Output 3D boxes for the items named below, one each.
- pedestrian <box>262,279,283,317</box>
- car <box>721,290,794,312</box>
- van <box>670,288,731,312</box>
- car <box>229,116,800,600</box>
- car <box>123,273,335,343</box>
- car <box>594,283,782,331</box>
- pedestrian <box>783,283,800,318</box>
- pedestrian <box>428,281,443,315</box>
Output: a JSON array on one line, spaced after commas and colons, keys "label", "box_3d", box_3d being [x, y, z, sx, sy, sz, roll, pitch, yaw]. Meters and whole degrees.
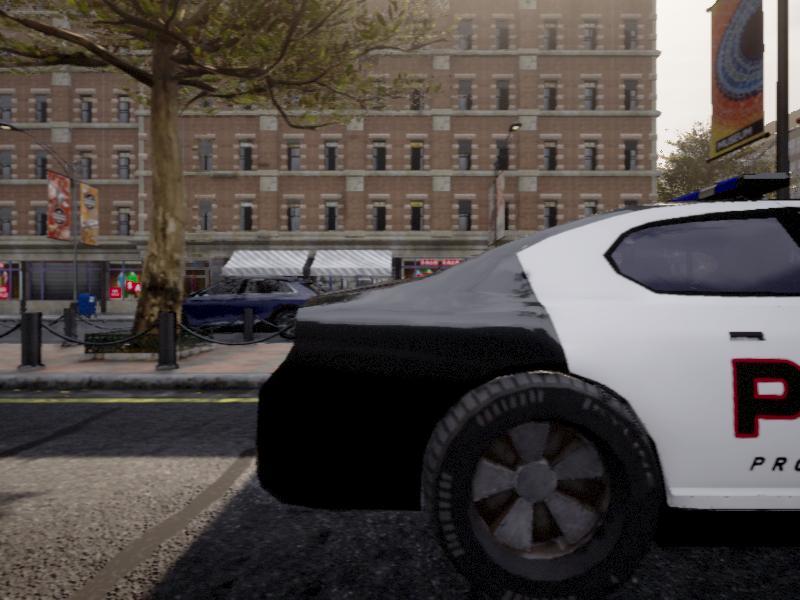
[{"label": "pedestrian", "box_3d": [-6.348, -0.109, 19.903, 0.751, 1.860, 0.751, 0, 0, 4]}, {"label": "car", "box_3d": [30.396, 0.071, 34.244, 2.097, 1.767, 4.553, 0, 0, 0]}, {"label": "van", "box_3d": [26.884, -0.055, 36.010, 2.069, 2.038, 4.480, 0, 1, -1]}, {"label": "car", "box_3d": [1.982, 0.227, 2.201, 4.974, 1.542, 2.038, 0, 0, 0]}, {"label": "car", "box_3d": [-4.234, 0.182, 10.737, 4.856, 1.649, 2.033, 0, 0, -7]}, {"label": "car", "box_3d": [9.623, 0.221, 13.699, 4.974, 1.542, 2.038, 0, 0, 0]}, {"label": "pedestrian", "box_3d": [21.130, 0.018, 21.294, 0.751, 1.860, 0.751, 0, 0, 2]}, {"label": "pedestrian", "box_3d": [2.009, -0.116, 22.404, 0.751, 1.860, 0.751, 0, 0, 11]}]
